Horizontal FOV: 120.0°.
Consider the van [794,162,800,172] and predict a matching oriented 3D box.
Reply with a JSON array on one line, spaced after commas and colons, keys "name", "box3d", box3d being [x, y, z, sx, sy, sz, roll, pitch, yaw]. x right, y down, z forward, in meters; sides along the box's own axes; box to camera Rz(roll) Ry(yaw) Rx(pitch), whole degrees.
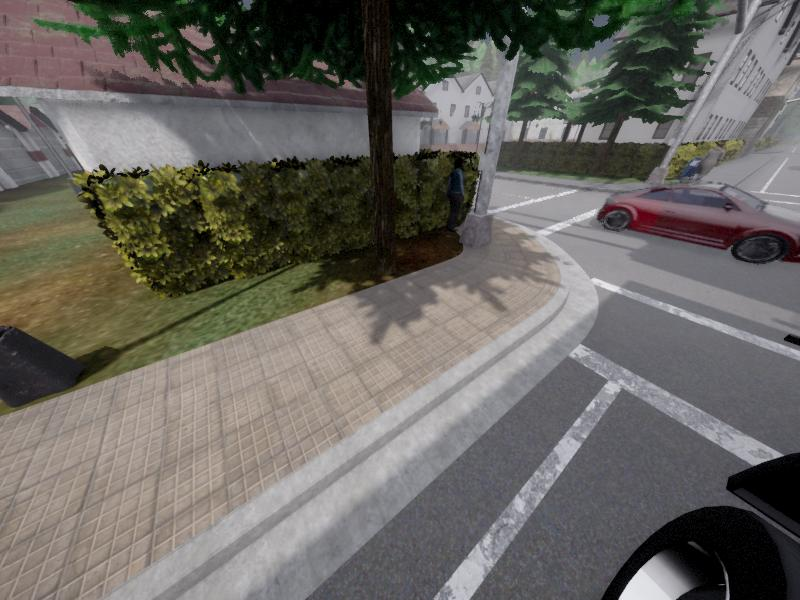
[{"name": "van", "box3d": [32.194, -10.780, 17.221, 4.480, 2.038, 2.069, -22, 41, -28]}]

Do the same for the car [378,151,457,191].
[{"name": "car", "box3d": [0.893, -8.273, 14.579, 2.152, 1.651, 5.027, -22, 40, -28]}]

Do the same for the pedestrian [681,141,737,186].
[{"name": "pedestrian", "box3d": [15.364, -6.799, 11.539, 0.751, 1.860, 0.751, -18, 39, -23]}]

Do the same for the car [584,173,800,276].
[{"name": "car", "box3d": [8.020, -2.325, 6.196, 1.994, 1.385, 4.181, -23, 41, -27]}]

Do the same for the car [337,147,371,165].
[{"name": "car", "box3d": [-5.451, -17.006, 27.093, 1.882, 1.535, 5.008, -22, 41, -28]}]

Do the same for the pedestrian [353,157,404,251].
[{"name": "pedestrian", "box3d": [-0.453, -2.229, 5.420, 0.751, 1.860, 0.751, -29, 44, -34]}]

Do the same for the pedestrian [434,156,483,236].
[{"name": "pedestrian", "box3d": [1.532, -2.847, 6.357, 0.751, 1.860, 0.751, -15, 38, -19]}]

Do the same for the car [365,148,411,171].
[{"name": "car", "box3d": [-1.236, -13.529, 22.128, 1.882, 1.535, 5.008, -22, 41, -28]}]
